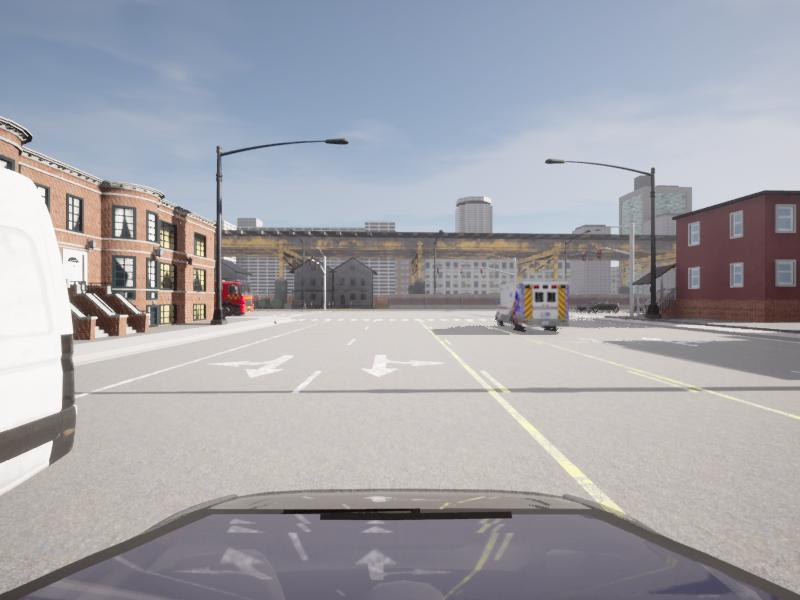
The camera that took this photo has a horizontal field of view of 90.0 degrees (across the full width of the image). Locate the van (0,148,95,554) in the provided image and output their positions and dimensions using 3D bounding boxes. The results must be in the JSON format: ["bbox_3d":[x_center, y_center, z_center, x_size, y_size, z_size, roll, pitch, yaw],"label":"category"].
[{"bbox_3d":[-3.510,0.322,0.351,1.988,2.561,5.915,0,0,0],"label":"van"}]

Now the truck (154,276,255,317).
[{"bbox_3d":[-19.040,-0.321,39.318,8.468,3.827,2.891,0,0,0],"label":"truck"}]

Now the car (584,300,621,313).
[{"bbox_3d":[25.327,0.815,50.007,3.705,1.549,1.789,0,0,0],"label":"car"}]

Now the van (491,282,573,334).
[{"bbox_3d":[6.897,0.378,21.928,2.351,2.431,6.366,0,0,0],"label":"van"}]

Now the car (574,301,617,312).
[{"bbox_3d":[26.137,0.844,53.509,4.892,1.490,1.837,0,0,0],"label":"car"}]
